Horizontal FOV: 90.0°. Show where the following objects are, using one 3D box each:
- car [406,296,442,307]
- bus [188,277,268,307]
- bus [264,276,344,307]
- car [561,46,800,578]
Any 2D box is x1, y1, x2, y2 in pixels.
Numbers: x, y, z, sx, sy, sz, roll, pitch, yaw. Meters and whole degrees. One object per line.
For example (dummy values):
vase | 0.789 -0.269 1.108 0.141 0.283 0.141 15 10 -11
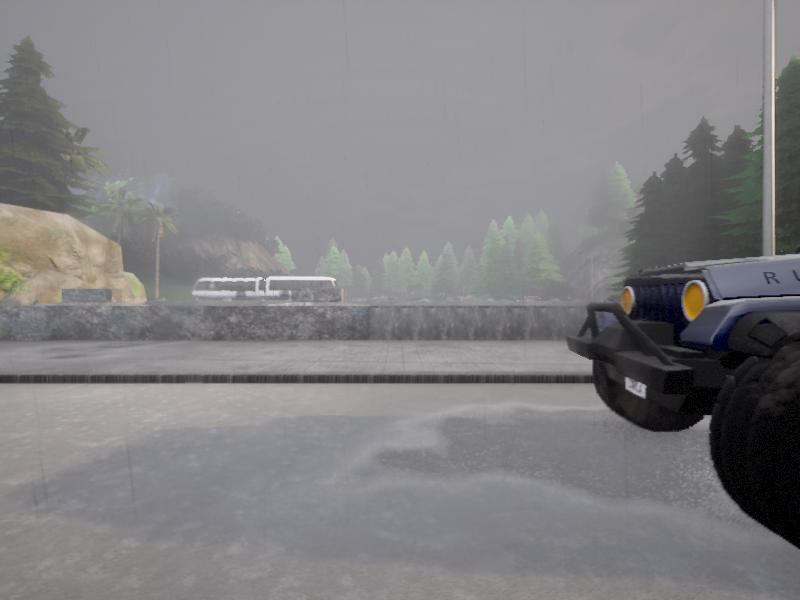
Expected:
car | 3.303 0.246 56.234 4.892 1.490 1.837 0 0 0
bus | -25.611 -1.152 59.993 10.273 4.253 3.944 0 0 0
bus | -13.331 -1.147 56.287 10.273 4.253 3.944 0 0 0
car | 3.103 0.048 2.099 3.866 1.878 1.905 0 0 9
